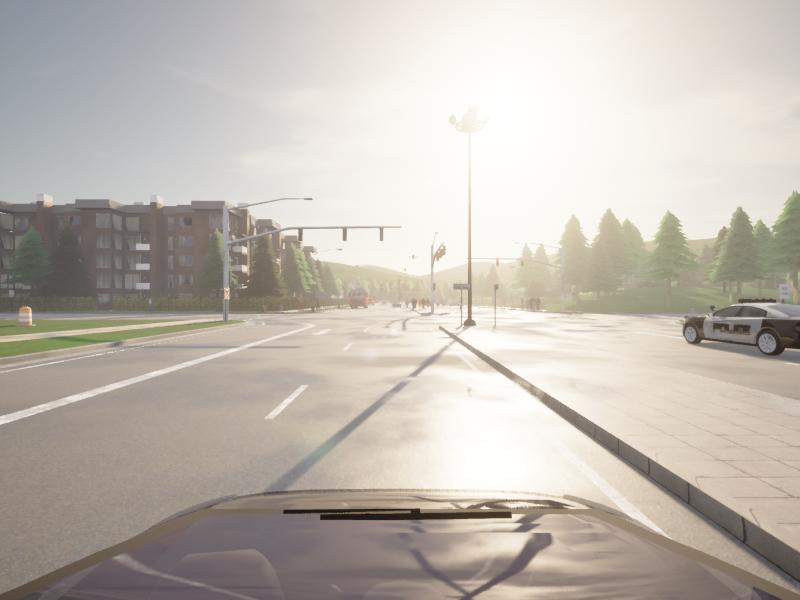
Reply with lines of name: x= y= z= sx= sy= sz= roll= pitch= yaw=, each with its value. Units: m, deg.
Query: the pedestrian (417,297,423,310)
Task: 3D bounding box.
pedestrian: x=2.714 y=0.485 z=55.133 sx=0.751 sy=1.860 sz=0.751 roll=0 pitch=0 yaw=9

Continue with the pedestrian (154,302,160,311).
pedestrian: x=-30.833 y=0.865 z=50.709 sx=0.500 sy=1.100 sz=0.500 roll=0 pitch=0 yaw=22

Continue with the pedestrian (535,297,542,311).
pedestrian: x=18.603 y=0.473 z=53.828 sx=0.751 sy=1.860 sz=0.751 roll=0 pitch=0 yaw=35

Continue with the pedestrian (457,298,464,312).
pedestrian: x=7.795 y=0.641 z=51.653 sx=0.751 sy=1.860 sz=0.751 roll=0 pitch=0 yaw=-3

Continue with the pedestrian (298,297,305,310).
pedestrian: x=-13.824 y=0.485 z=56.169 sx=0.751 sy=1.860 sz=0.751 roll=0 pitch=0 yaw=-1

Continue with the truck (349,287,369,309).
truck: x=-7.482 y=-0.325 z=73.820 sx=2.891 sy=3.827 sz=8.468 roll=0 pitch=0 yaw=-1

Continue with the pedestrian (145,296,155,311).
pedestrian: x=-31.295 y=0.485 z=50.139 sx=0.751 sy=1.860 sz=0.751 roll=0 pitch=0 yaw=15

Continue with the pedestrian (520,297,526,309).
pedestrian: x=19.163 y=0.473 z=62.453 sx=0.751 sy=1.860 sz=0.751 roll=0 pitch=0 yaw=5

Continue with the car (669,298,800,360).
car: x=11.476 y=0.771 z=13.033 sx=1.930 sy=1.638 sz=5.238 roll=0 pitch=0 yaw=0

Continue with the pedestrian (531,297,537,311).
pedestrian: x=17.945 y=0.473 z=53.491 sx=0.751 sy=1.860 sz=0.751 roll=0 pitch=0 yaw=21
